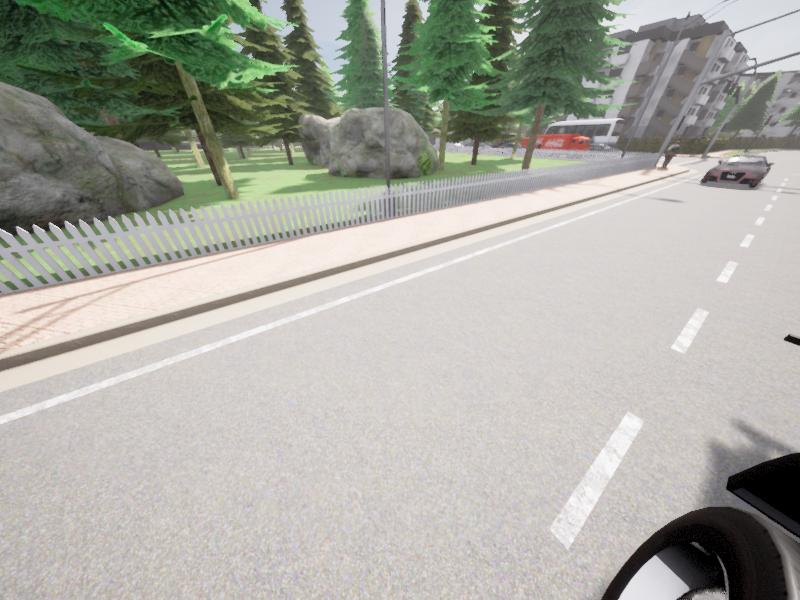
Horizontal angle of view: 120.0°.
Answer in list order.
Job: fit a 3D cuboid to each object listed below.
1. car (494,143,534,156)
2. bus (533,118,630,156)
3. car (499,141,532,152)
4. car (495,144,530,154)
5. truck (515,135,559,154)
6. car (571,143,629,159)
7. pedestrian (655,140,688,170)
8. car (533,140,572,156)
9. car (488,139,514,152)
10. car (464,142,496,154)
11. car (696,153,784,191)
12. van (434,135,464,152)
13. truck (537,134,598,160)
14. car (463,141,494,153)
[{"bbox_3d":[16.918,-22.563,34.536,1.837,1.490,4.892,-21,40,-26],"label":"car"},{"bbox_3d":[27.482,-25.324,35.989,3.944,4.253,10.273,-21,40,-26],"label":"bus"},{"bbox_3d":[21.918,-29.289,43.977,1.801,1.575,5.366,-21,40,-26],"label":"car"},{"bbox_3d":[18.369,-24.905,38.024,1.895,1.301,4.718,-21,40,-26],"label":"car"},{"bbox_3d":[22.296,-25.609,37.977,2.627,2.467,5.204,-21,40,-26],"label":"truck"},{"bbox_3d":[25.195,-18.950,29.335,2.128,1.511,4.902,-21,40,-26],"label":"car"},{"bbox_3d":[20.430,-10.945,17.398,0.751,1.860,0.751,-22,40,-27],"label":"pedestrian"},{"bbox_3d":[21.888,-22.029,33.399,1.905,1.878,3.866,-21,40,-26],"label":"car"},{"bbox_3d":[18.616,-28.632,42.798,1.905,1.878,3.866,-21,40,-26],"label":"car"},{"bbox_3d":[13.350,-25.721,39.046,1.837,1.490,4.892,-21,40,-26],"label":"car"},{"bbox_3d":[18.832,-7.191,12.808,4.181,1.385,1.994,-22,40,-27],"label":"car"},{"bbox_3d":[9.182,-29.833,44.006,1.988,2.561,5.915,-21,40,-26],"label":"van"},{"bbox_3d":[20.919,-19.420,29.199,2.627,2.467,5.204,-21,40,-26],"label":"truck"},{"bbox_3d":[14.445,-28.511,42.887,2.152,1.651,5.027,-21,40,-26],"label":"car"}]
